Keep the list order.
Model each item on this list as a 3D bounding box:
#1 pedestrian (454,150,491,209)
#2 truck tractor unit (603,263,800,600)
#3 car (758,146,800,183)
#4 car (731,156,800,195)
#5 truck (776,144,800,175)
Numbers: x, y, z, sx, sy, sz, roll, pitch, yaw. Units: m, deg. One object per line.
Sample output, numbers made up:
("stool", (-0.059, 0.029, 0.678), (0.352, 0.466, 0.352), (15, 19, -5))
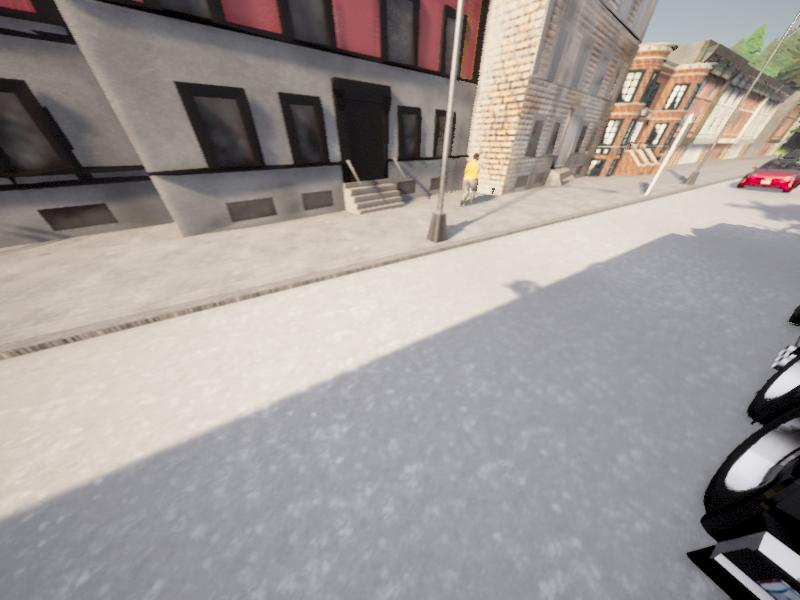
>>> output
("pedestrian", (2.701, -4.560, 8.737), (0.751, 1.860, 0.751), (-26, 43, -33))
("truck tractor unit", (5.108, -0.303, 0.790), (6.516, 4.208, 3.053), (-18, 39, -24))
("car", (29.025, -9.832, 16.618), (5.566, 2.045, 2.150), (-18, 39, -25))
("car", (21.928, -7.305, 13.376), (4.514, 1.525, 2.007), (-18, 39, -24))
("truck", (36.416, -12.394, 19.997), (5.204, 2.467, 2.627), (-18, 39, -24))
